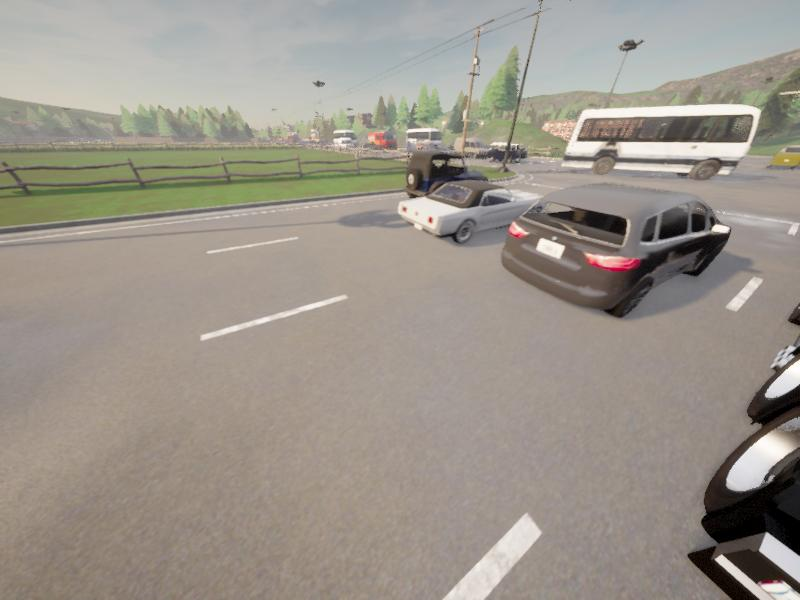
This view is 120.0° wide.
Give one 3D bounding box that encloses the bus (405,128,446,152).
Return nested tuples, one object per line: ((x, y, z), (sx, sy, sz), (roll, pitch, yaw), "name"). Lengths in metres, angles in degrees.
((5.424, -36.482, 52.748), (3.944, 4.253, 10.273), (-18, 39, -25), "bus")

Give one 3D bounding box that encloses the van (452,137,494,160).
((10.655, -22.726, 34.516), (1.988, 2.561, 5.915), (-18, 39, -25), "van")

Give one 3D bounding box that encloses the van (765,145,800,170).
((39.940, -14.755, 23.774), (4.442, 1.987, 1.775), (-24, 42, -30), "van")

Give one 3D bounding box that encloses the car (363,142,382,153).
((-5.556, -30.304, 45.862), (1.932, 1.855, 4.605), (-18, 39, -25), "car")

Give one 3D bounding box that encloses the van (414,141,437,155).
((4.676, -28.289, 42.949), (1.775, 1.987, 4.442), (-18, 39, -25), "van")

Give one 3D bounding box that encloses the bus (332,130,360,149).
((-15.229, -44.718, 64.410), (3.944, 4.253, 10.273), (-18, 39, -25), "bus")

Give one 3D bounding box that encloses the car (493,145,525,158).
((17.290, -23.761, 36.871), (1.851, 1.617, 3.988), (-18, 39, -25), "car")

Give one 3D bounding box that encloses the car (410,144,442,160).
((3.658, -21.298, 33.169), (2.242, 1.667, 4.611), (-18, 39, -25), "car")

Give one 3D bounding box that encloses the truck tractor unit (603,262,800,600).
((5.107, -0.302, 0.798), (6.516, 4.208, 3.053), (-18, 39, -24), "truck tractor unit")

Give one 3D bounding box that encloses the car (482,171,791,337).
((4.307, -1.324, 4.476), (4.611, 1.667, 2.242), (-16, 38, -22), "car")

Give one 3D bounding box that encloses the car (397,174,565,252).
((2.427, -2.854, 6.988), (4.718, 1.301, 1.895), (-18, 39, -25), "car")

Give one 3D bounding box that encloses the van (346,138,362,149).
((-13.657, -46.230, 68.192), (2.351, 2.431, 6.366), (-18, 39, -25), "van")

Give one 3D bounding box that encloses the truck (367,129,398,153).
((-3.754, -33.282, 48.448), (2.891, 3.827, 8.468), (-19, 39, -25), "truck")

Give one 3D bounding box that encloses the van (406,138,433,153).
((3.989, -33.060, 49.412), (2.351, 2.431, 6.366), (-19, 39, -25), "van")

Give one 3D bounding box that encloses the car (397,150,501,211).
((2.027, -5.292, 9.968), (3.866, 1.878, 1.905), (-18, 39, -25), "car")

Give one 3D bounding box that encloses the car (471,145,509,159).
((13.867, -23.164, 35.973), (2.152, 1.651, 5.027), (-18, 39, -25), "car")

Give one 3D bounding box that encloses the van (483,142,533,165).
((12.338, -17.013, 26.754), (2.069, 2.038, 4.480), (-19, 39, -25), "van")

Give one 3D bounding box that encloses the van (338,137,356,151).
((-12.831, -37.632, 55.729), (1.988, 2.561, 5.915), (-18, 40, -25), "van")

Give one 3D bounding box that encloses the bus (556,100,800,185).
((18.468, -11.776, 17.338), (10.273, 4.253, 3.944), (18, 42, 24), "bus")

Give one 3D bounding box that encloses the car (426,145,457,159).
((6.224, -22.663, 35.307), (1.837, 1.490, 4.892), (-18, 39, -25), "car")

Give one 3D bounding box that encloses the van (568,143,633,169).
((20.542, -15.012, 23.944), (4.480, 2.038, 2.069), (21, 41, 27), "van")
